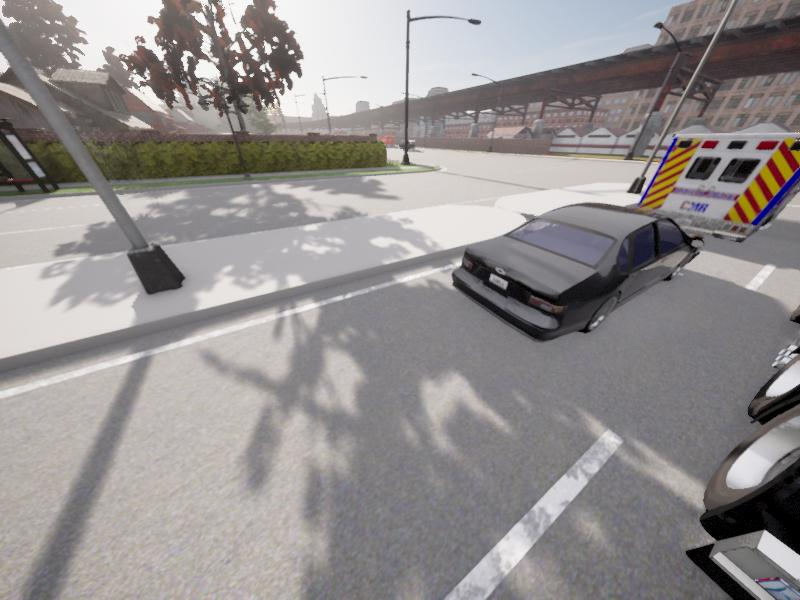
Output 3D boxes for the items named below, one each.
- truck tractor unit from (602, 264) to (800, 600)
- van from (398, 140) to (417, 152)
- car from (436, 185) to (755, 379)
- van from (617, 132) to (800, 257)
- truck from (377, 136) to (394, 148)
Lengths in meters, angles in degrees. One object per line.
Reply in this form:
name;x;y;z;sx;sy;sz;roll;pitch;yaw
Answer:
truck tractor unit;5.108;-0.304;0.781;6.516;4.208;3.053;-18;39;-24
van;1.551;-34.725;51.896;2.069;2.038;4.480;-20;41;-26
car;3.478;-0.916;4.125;5.357;1.411;2.033;-18;39;-24
van;10.109;-3.499;6.982;6.366;2.431;2.351;-18;39;-24
truck;-4.016;-44.588;65.056;2.627;2.467;5.204;-18;40;-24
